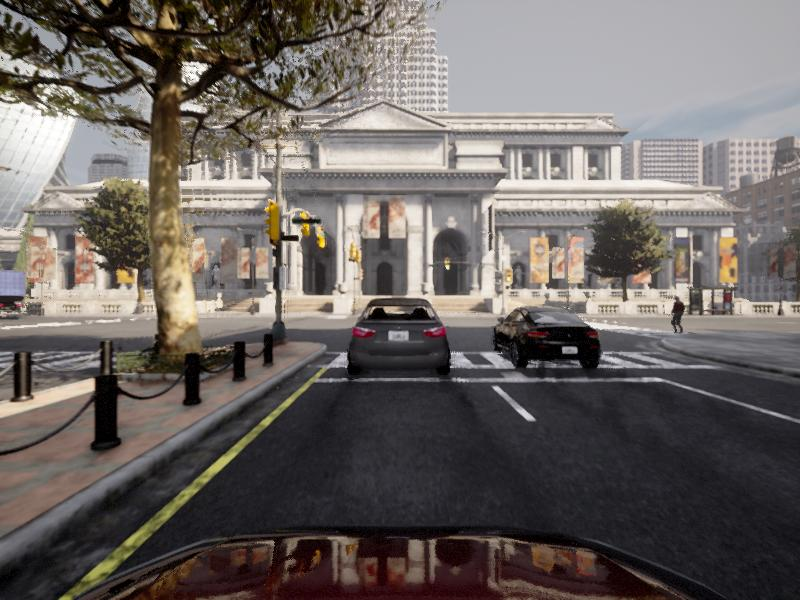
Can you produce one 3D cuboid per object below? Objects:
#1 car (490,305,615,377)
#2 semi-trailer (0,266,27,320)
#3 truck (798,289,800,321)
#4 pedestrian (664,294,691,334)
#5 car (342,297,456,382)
[{"bbox_3d":[3.705,0.885,10.712,1.812,1.442,4.674,0,0,3],"label":"car"},{"bbox_3d":[-39.410,-0.570,33.285,14.254,4.402,2.717,0,0,0],"label":"semi-trailer"},{"bbox_3d":[33.286,0.394,29.512,5.204,2.467,2.627,0,0,0],"label":"truck"},{"bbox_3d":[13.249,0.664,19.118,0.751,1.860,0.751,0,0,-1],"label":"pedestrian"},{"bbox_3d":[-0.041,0.772,10.183,2.242,1.667,4.611,0,0,-1],"label":"car"}]
